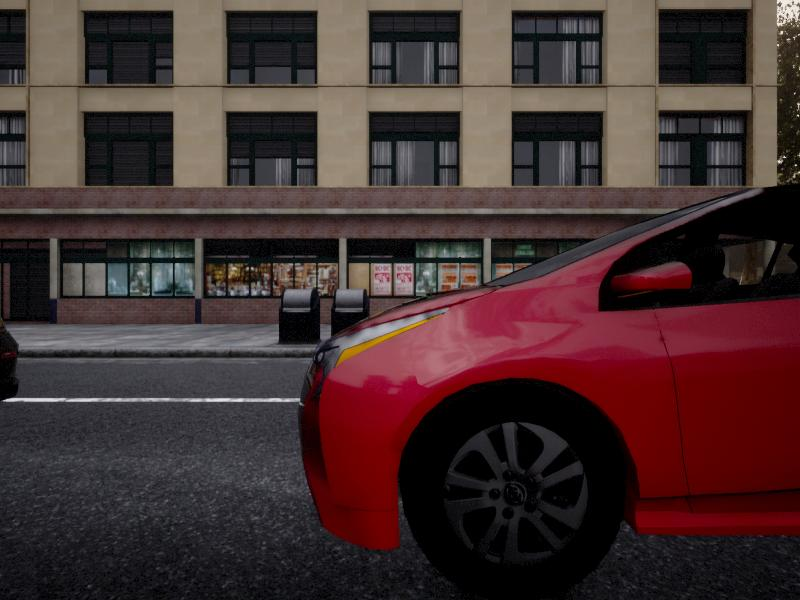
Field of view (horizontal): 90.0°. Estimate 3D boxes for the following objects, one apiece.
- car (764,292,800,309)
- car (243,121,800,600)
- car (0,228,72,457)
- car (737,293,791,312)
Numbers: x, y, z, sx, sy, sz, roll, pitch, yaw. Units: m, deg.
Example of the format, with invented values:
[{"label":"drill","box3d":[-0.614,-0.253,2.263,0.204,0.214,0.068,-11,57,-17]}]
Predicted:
[{"label":"car","box3d":[42.436,0.046,43.539,3.866,1.878,1.905,0,0,-1]},{"label":"car","box3d":[1.791,0.228,2.195,4.514,1.525,2.007,0,0,0]},{"label":"car","box3d":[-4.859,0.270,2.172,4.674,1.442,1.812,0,0,0]},{"label":"car","box3d":[31.465,0.201,34.814,1.801,1.575,5.366,1,0,23]}]
